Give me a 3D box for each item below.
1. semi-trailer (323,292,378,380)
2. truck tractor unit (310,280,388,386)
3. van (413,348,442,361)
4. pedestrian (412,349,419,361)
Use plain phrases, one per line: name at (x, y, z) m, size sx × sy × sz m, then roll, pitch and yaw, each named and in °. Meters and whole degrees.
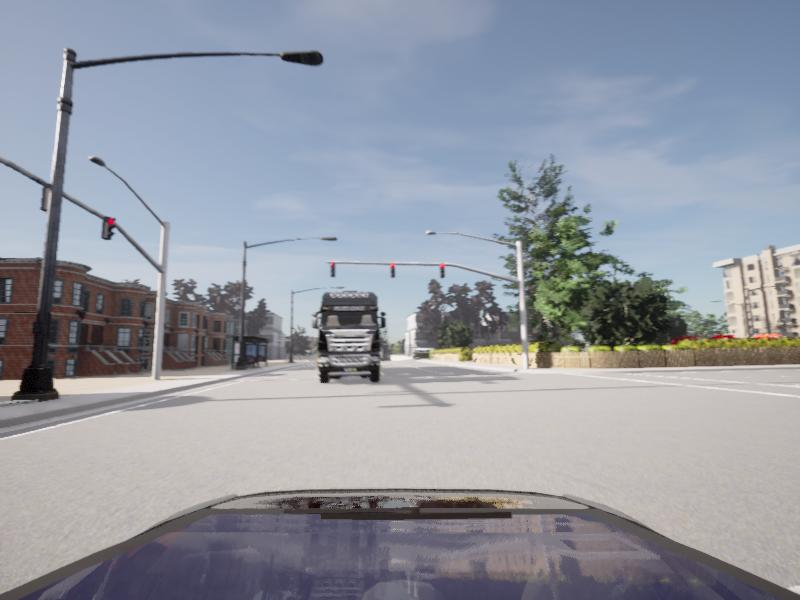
semi-trailer at (-3.277, 2.698, 27.103) m, size 2.717 × 4.402 × 14.254 m, roll 0°, pitch -8°, yaw -6°
truck tractor unit at (-2.394, 1.736, 19.300) m, size 3.053 × 4.208 × 6.516 m, roll 0°, pitch -8°, yaw -6°
van at (4.770, 9.413, 69.365) m, size 4.480 × 2.038 × 2.069 m, roll 1°, pitch -8°, yaw -11°
pedestrian at (2.550, 8.904, 64.741) m, size 0.751 × 1.860 × 0.751 m, roll 4°, pitch -9°, yaw -31°
